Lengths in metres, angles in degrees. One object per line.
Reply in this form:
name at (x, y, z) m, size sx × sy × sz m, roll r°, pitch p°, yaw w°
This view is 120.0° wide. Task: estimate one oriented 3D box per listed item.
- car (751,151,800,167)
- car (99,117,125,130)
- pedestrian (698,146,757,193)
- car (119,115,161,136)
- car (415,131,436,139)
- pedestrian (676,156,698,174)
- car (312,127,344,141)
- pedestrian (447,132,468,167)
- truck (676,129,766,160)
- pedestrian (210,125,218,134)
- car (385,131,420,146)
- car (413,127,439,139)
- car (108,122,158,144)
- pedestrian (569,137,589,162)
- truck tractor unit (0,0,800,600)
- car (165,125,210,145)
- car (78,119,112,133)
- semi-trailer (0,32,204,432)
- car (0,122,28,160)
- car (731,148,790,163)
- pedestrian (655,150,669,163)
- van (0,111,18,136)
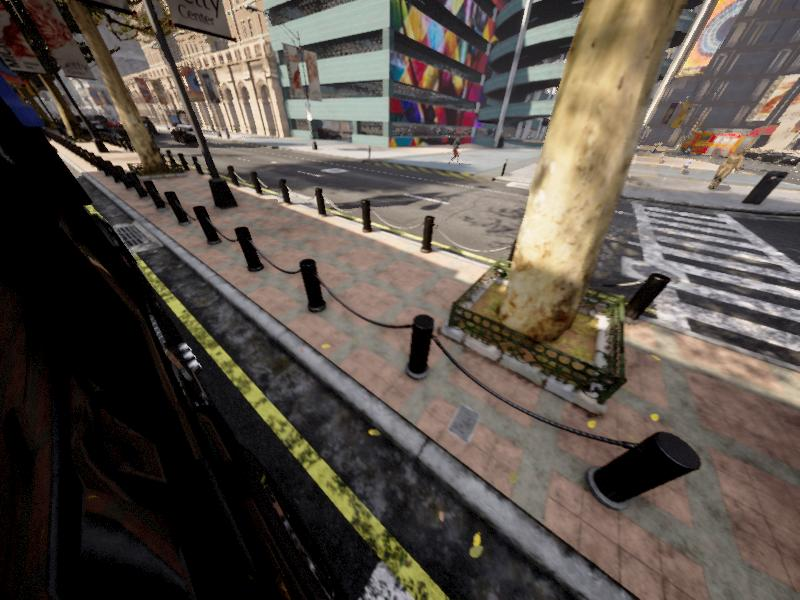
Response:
car at (51.581, -19.302, 31.497) m, size 1.994 × 1.385 × 4.181 m, roll 13°, pitch 38°, yaw 13°
car at (-48.966, -30.019, 39.294) m, size 3.705 × 1.549 × 1.789 m, roll 26°, pitch 43°, yaw 28°
pedestrian at (15.955, -6.381, 11.314) m, size 0.751 × 1.860 × 0.751 m, roll -20°, pitch 42°, yaw -27°
car at (-34.813, -23.374, 30.913) m, size 5.566 × 2.045 × 2.150 m, roll 26°, pitch 43°, yaw 28°
car at (6.289, -40.478, 56.642) m, size 4.514 × 1.523 × 2.007 m, roll 26°, pitch 43°, yaw 28°
pedestrian at (21.002, -9.878, 16.930) m, size 0.500 × 1.100 × 0.500 m, roll -25°, pitch 45°, yaw -32°
car at (-11.438, -26.430, 36.777) m, size 4.786 × 1.482 × 2.161 m, roll 26°, pitch 43°, yaw 28°
pedestrian at (3.786, -10.013, 15.391) m, size 0.751 × 1.860 × 0.751 m, roll 28°, pitch 44°, yaw 30°
truck at (53.761, -26.629, 39.349) m, size 2.891 × 3.827 × 8.468 m, roll 3°, pitch 37°, yaw 0°
pedestrian at (-29.276, -26.786, 36.308) m, size 0.500 × 1.100 × 0.500 m, roll 22°, pitch 41°, yaw 24°
car at (0.290, -23.894, 34.068) m, size 4.902 × 1.511 × 2.128 m, roll 26°, pitch 43°, yaw 28°
car at (6.350, -40.769, 56.380) m, size 5.566 × 2.045 × 2.435 m, roll 26°, pitch 43°, yaw 28°
car at (-25.755, -16.127, 22.284) m, size 4.892 × 1.490 × 1.837 m, roll 26°, pitch 43°, yaw 27°
pedestrian at (16.901, -14.210, 21.815) m, size 0.751 × 1.860 × 0.751 m, roll 18°, pitch 39°, yaw 19°
truck tractor unit at (-2.645, -0.295, 0.351) m, size 6.516 × 4.208 × 3.053 m, roll 28°, pitch 44°, yaw 30°
car at (-21.462, -16.677, 23.299) m, size 3.806 × 1.475 × 1.970 m, roll 26°, pitch 43°, yaw 28°
car at (-41.956, -23.919, 31.756) m, size 4.181 × 1.385 × 1.994 m, roll 26°, pitch 43°, yaw 28°
semi-trailer at (-8.818, -3.524, 4.100) m, size 14.254 × 4.402 × 2.717 m, roll 27°, pitch 43°, yaw 28°
car at (-22.925, -8.736, 12.614) m, size 4.792 × 1.488 × 2.163 m, roll 26°, pitch 43°, yaw 28°
car at (56.829, -22.933, 36.606) m, size 2.128 × 1.511 × 4.902 m, roll 5°, pitch 37°, yaw 3°
pedestrian at (27.268, -14.949, 24.088) m, size 0.500 × 1.100 × 0.500 m, roll 30°, pitch 45°, yaw 32°
van at (-41.736, -18.228, 23.297) m, size 6.366 × 2.431 × 2.351 m, roll 26°, pitch 43°, yaw 28°
